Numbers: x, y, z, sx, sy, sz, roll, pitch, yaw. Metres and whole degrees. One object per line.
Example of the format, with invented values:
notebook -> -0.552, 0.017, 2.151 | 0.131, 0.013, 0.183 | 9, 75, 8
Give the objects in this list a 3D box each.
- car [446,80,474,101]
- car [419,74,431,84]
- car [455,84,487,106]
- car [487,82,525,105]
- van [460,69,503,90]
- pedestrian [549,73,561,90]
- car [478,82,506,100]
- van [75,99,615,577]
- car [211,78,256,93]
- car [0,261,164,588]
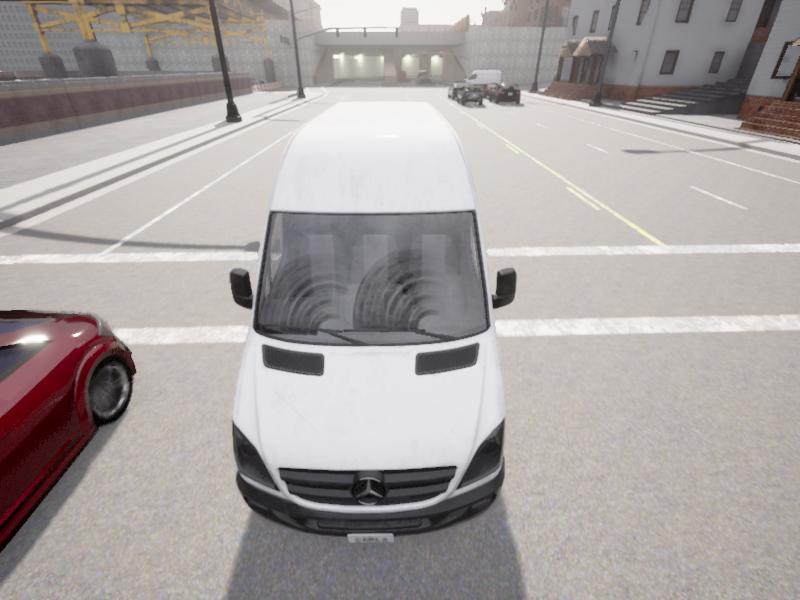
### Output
car -> 6.250, -22.144, 42.196 | 1.930, 1.638, 5.238 | -1, 30, -2
car -> 4.877, -43.481, 78.687 | 2.038, 1.542, 4.974 | -1, 30, -2
car -> 6.332, -18.513, 36.108 | 2.007, 1.525, 4.514 | 0, 30, -1
car -> 9.810, -19.395, 37.475 | 2.242, 1.667, 4.611 | 0, 30, 0
van -> 12.047, -32.862, 59.659 | 5.915, 2.561, 1.988 | 5, 32, 7
pedestrian -> 19.138, -27.022, 49.430 | 0.751, 1.860, 0.751 | -10, 32, -16
car -> 9.847, -22.710, 43.363 | 1.812, 1.442, 4.674 | -1, 30, -2
van -> -0.231, -0.697, 4.672 | 1.988, 2.561, 5.915 | 0, 30, -1
car -> -22.078, -28.535, 53.127 | 2.038, 1.542, 4.974 | 25, 39, 36
car -> -3.692, 1.277, 2.451 | 1.994, 1.385, 4.181 | 0, 30, -1
